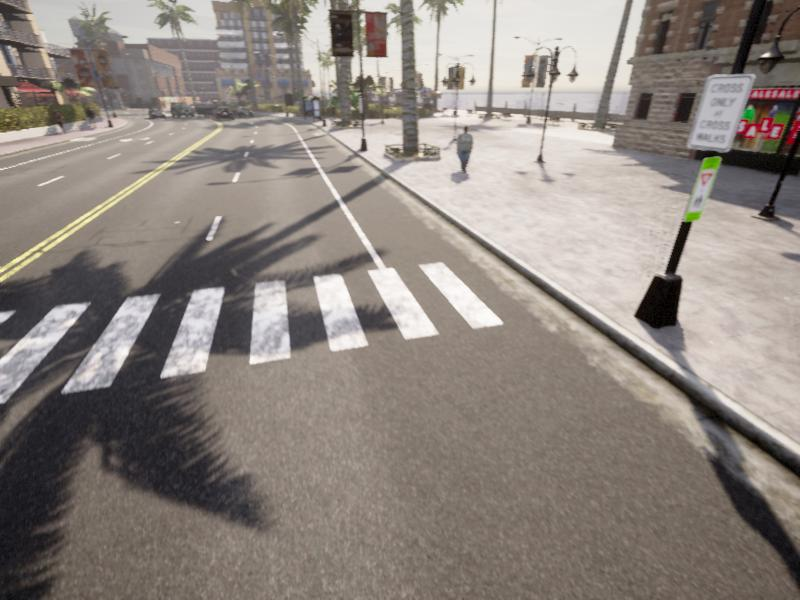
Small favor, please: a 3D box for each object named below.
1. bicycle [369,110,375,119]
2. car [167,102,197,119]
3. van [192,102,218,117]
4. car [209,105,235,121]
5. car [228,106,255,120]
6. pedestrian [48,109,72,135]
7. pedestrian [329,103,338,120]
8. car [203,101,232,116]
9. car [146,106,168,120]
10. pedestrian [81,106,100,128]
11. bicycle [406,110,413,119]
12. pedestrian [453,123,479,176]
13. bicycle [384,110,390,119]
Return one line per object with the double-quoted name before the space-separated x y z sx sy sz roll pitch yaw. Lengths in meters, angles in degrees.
"bicycle" -3.607 -23.927 51.653 0.373 1.024 1.643 -8 28 -15
"car" -31.870 -27.701 58.351 2.150 2.045 5.566 -21 34 -35
"van" -29.721 -28.978 60.872 1.775 1.987 4.442 -24 35 -38
"car" -23.770 -24.980 53.426 2.242 1.667 4.611 -15 31 -27
"car" -23.322 -27.586 58.839 2.152 1.651 5.027 -18 32 -31
"pedestrian" -27.377 -14.352 32.219 0.751 1.860 0.751 -7 28 -13
"pedestrian" -8.227 -23.245 49.365 0.751 1.860 0.751 -12 29 -21
"car" -30.096 -31.601 65.910 2.150 2.045 5.566 -24 35 -38
"car" -33.828 -26.011 55.638 1.851 1.617 3.988 -18 32 -31
"pedestrian" -30.078 -17.793 38.915 0.751 1.860 0.751 -8 28 -15
"bicycle" 1.217 -24.591 52.912 0.373 1.024 1.643 -8 28 -15
"pedestrian" 2.525 -5.842 15.518 0.751 1.860 0.751 -1 27 -1
"bicycle" -1.677 -24.193 52.157 0.373 1.024 1.643 -8 28 -15
